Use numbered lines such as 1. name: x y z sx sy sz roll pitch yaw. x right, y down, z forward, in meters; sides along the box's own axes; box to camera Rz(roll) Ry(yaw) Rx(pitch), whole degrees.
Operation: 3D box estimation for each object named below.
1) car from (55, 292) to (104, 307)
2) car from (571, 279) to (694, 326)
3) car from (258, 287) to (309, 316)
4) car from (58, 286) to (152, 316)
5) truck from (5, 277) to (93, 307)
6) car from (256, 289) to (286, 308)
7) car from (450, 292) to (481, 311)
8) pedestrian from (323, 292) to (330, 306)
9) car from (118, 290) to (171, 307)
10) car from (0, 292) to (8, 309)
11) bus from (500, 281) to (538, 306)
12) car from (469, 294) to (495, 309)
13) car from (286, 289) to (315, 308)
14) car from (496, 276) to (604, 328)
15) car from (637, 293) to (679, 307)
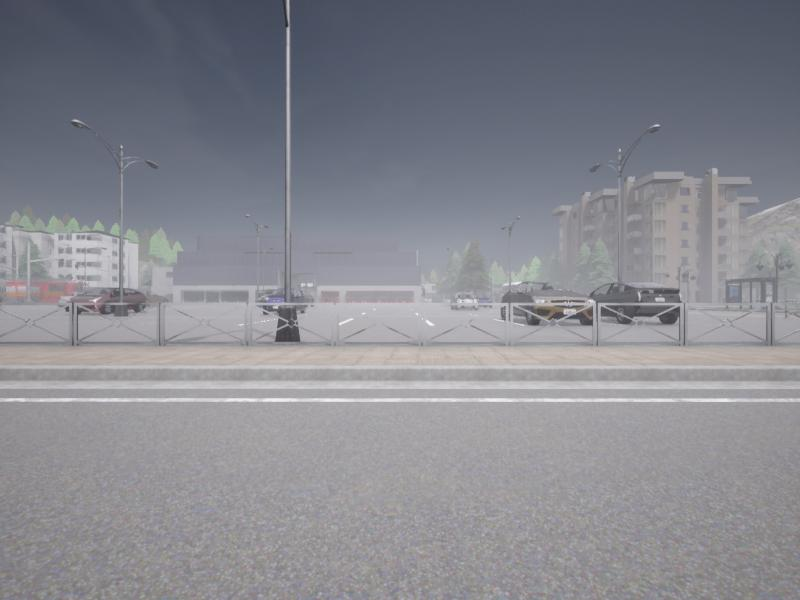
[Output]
1. car: -32.319 -0.024 40.485 1.970 1.475 3.806 0 0 0
2. car: 8.481 0.083 15.194 2.007 1.523 4.514 0 0 0
3. car: -6.528 0.063 22.762 1.845 1.501 3.633 0 0 0
4. car: -16.521 0.041 22.769 2.007 1.523 4.514 0 0 0
5. truck: -47.214 -0.946 54.149 8.468 3.827 2.891 0 0 -26
6. car: -13.109 -0.180 40.877 1.905 1.878 3.866 0 0 0
7. car: 5.426 0.128 33.796 1.970 1.475 3.806 0 0 0
8. pedestrian: -9.391 -0.130 51.009 0.751 1.860 0.751 0 0 0
9. car: -25.903 -0.103 40.831 2.152 1.636 5.027 0 0 0
10. car: -35.957 0.041 33.423 2.007 1.523 4.514 0 0 0
11. bus: 22.008 -1.139 74.763 3.944 4.253 10.273 0 0 -1
12. car: 8.379 0.117 41.228 1.845 1.501 3.633 0 0 0
13. car: -10.205 -0.159 41.299 1.932 1.855 4.605 0 0 0
14. car: 5.345 0.074 15.130 2.152 1.636 5.027 0 0 0
15. car: 35.500 0.038 55.127 4.605 1.855 1.932 0 0 -3
